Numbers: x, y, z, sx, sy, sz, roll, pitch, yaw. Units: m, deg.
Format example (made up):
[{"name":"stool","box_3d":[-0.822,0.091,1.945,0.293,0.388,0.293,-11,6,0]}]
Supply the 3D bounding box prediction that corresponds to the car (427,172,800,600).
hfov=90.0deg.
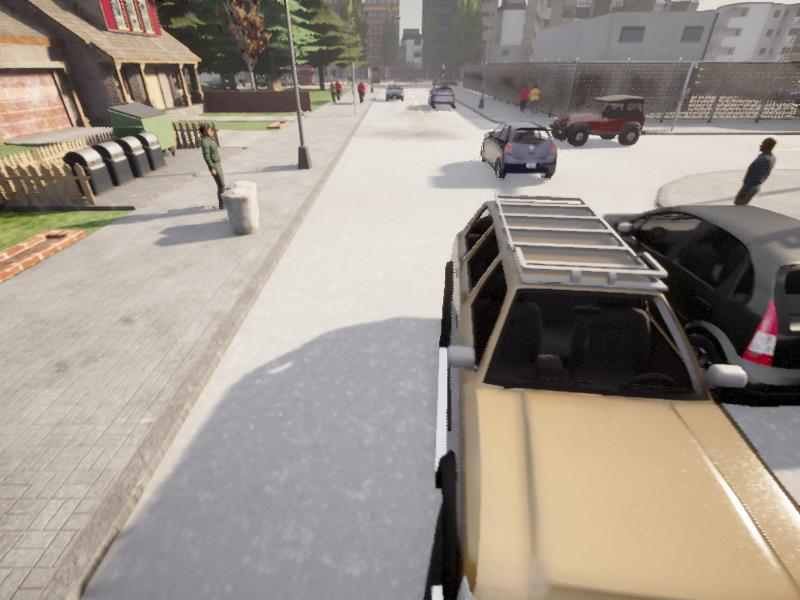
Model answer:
[{"name":"car","box_3d":[1.318,0.421,3.404,1.932,1.855,4.605,3,31,6]}]

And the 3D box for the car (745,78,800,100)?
[{"name":"car","box_3d":[37.846,-21.302,40.335,3.866,1.878,1.905,0,30,0]}]

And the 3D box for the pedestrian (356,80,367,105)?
[{"name":"pedestrian","box_3d":[-3.268,-17.611,33.951,0.751,1.860,0.751,2,30,3]}]

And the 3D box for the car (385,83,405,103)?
[{"name":"car","box_3d":[-0.505,-20.263,39.112,1.816,1.474,4.193,0,30,0]}]

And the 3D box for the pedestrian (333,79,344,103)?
[{"name":"pedestrian","box_3d":[-5.610,-18.968,36.268,0.751,1.860,0.751,0,30,0]}]

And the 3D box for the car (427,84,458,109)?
[{"name":"car","box_3d":[3.515,-17.233,33.787,2.033,1.649,4.856,0,30,0]}]

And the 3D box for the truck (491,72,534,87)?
[{"name":"truck","box_3d":[18.868,-37.257,67.494,6.274,2.098,2.390,0,30,-1]}]

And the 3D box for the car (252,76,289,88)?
[{"name":"car","box_3d":[-20.550,-34.821,63.825,5.027,1.651,2.152,0,30,0]}]

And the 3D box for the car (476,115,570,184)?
[{"name":"car","box_3d":[3.768,-5.019,13.038,1.845,1.501,3.633,0,30,0]}]

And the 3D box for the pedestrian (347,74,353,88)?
[{"name":"pedestrian","box_3d":[-7.837,-34.416,62.844,0.751,1.860,0.751,0,30,0]}]

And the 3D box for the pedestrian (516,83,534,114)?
[{"name":"pedestrian","box_3d":[8.526,-13.784,27.397,0.751,1.860,0.751,-1,30,-2]}]

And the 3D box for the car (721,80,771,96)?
[{"name":"car","box_3d":[38.728,-23.747,44.843,3.633,1.501,1.845,0,30,0]}]

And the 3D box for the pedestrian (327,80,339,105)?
[{"name":"pedestrian","box_3d":[-5.619,-17.521,33.799,0.751,1.860,0.751,0,30,0]}]

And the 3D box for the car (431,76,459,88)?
[{"name":"car","box_3d":[7.183,-34.593,63.437,3.988,1.617,1.851,-17,35,-27]}]

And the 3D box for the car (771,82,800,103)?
[{"name":"car","box_3d":[37.632,-19.041,36.684,4.611,1.667,2.242,0,30,0]}]

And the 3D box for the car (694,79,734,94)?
[{"name":"car","box_3d":[38.116,-26.003,48.675,1.789,1.547,3.705,0,30,0]}]

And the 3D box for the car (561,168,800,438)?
[{"name":"car","box_3d":[3.852,-0.409,5.093,1.851,1.617,3.988,0,30,0]}]

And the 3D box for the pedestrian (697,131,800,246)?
[{"name":"pedestrian","box_3d":[6.448,-2.057,7.400,0.751,1.860,0.751,-16,34,-25]}]

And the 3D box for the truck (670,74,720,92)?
[{"name":"truck","box_3d":[38.403,-28.329,52.169,4.478,2.038,2.069,0,30,0]}]

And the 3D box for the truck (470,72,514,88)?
[{"name":"truck","box_3d":[14.680,-35.206,63.993,6.274,2.098,2.390,0,30,0]}]

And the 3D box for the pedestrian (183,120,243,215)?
[{"name":"pedestrian","box_3d":[-4.109,-2.946,8.922,0.751,1.860,0.751,-8,31,-13]}]

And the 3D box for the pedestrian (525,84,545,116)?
[{"name":"pedestrian","box_3d":[8.822,-13.121,26.264,0.751,1.860,0.751,-1,30,-1]}]

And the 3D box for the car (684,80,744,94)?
[{"name":"car","box_3d":[38.274,-26.057,48.908,5.357,1.415,2.033,0,30,0]}]

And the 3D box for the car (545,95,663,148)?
[{"name":"car","box_3d":[8.813,-7.909,17.607,3.866,1.878,1.905,-3,31,-5]}]

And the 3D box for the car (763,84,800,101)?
[{"name":"car","box_3d":[37.002,-20.025,38.569,2.207,1.379,1.481,0,30,0]}]
